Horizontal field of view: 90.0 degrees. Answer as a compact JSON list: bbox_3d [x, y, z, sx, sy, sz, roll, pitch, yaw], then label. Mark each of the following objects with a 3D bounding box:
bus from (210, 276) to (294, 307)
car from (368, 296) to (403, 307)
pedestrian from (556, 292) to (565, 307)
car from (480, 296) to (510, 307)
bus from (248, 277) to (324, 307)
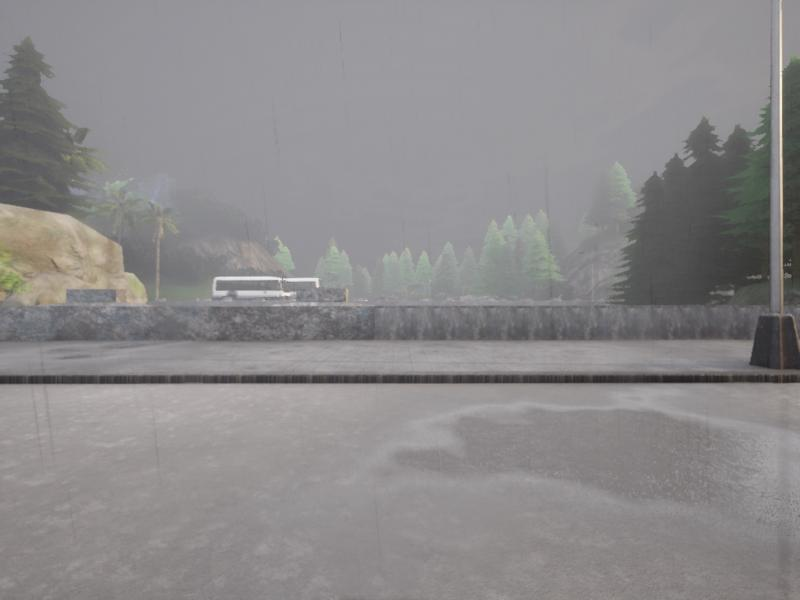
[{"bbox_3d":[-20.583,-1.121,56.240,10.273,4.253,3.944,0,0,0],"label":"bus"},{"bbox_3d":[-2.040,0.248,56.209,4.892,1.490,1.837,-1,0,0],"label":"car"},{"bbox_3d":[20.468,-0.079,51.056,0.751,1.860,0.751,0,0,0],"label":"pedestrian"},{"bbox_3d":[13.291,0.245,56.282,3.806,1.475,1.970,0,0,0],"label":"car"},{"bbox_3d":[-16.881,-1.128,60.016,10.273,4.253,3.944,-1,0,0],"label":"bus"}]
